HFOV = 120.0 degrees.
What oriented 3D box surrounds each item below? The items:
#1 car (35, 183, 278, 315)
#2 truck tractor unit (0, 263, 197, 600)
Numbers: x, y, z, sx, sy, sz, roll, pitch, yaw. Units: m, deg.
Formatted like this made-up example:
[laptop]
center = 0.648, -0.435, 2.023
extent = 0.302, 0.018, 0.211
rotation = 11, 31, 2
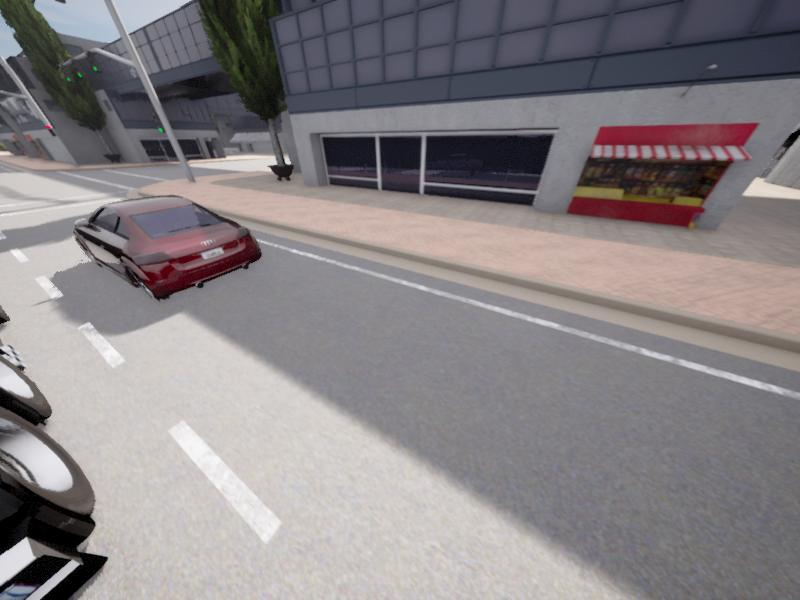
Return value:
[car]
center = -5.024, -1.412, 4.876
extent = 4.181, 1.385, 1.994
rotation = 18, 39, 24
[truck tractor unit]
center = -5.110, -0.302, 0.783
extent = 6.516, 4.208, 3.053
rotation = 18, 39, 24
